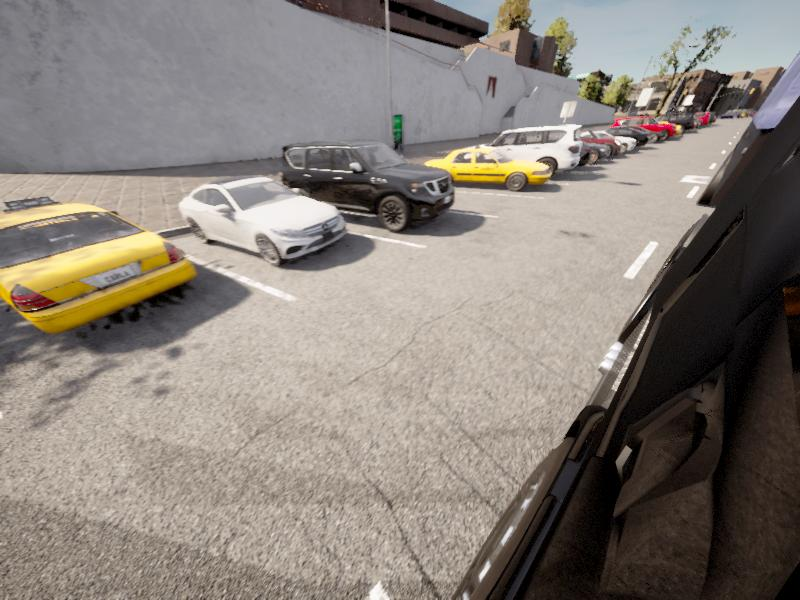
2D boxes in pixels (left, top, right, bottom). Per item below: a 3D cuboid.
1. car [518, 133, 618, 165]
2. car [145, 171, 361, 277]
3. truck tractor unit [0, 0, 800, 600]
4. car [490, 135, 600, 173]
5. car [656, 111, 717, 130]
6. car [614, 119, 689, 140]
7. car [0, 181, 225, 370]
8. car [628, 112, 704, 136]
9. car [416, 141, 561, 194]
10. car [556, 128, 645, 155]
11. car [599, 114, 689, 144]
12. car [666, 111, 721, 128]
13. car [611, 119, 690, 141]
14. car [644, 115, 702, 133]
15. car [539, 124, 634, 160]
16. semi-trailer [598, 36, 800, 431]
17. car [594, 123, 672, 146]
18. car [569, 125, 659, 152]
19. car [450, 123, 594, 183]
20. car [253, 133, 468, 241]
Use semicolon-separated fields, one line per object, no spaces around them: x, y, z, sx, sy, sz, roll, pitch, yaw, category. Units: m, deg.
10.281;-9.493;14.579;4.674;1.452;2.002;17;40;26;car
-3.520;-2.141;5.612;4.674;1.452;2.002;17;40;25;car
2.645;-0.295;0.351;6.516;4.208;3.053;-28;44;-30;truck tractor unit
7.951;-8.270;13.088;4.792;1.488;2.163;17;41;26;car
46.987;-29.534;38.141;5.566;2.045;2.435;17;41;26;car
28.488;-19.516;26.460;5.366;1.575;1.946;16;41;26;car
-5.982;-1.005;4.155;5.366;1.575;1.946;17;41;25;car
33.201;-22.150;29.208;5.566;2.045;2.435;17;41;26;car
3.539;-5.785;10.001;5.366;1.575;1.946;17;40;26;car
14.873;-11.974;17.539;4.674;1.452;2.002;17;41;26;car
24.072;-17.183;23.269;5.566;2.045;2.435;16;41;26;car
53.902;-33.207;42.606;5.566;2.045;2.435;17;41;26;car
26.517;-18.184;24.823;5.366;1.575;1.946;17;41;26;car
37.856;-24.503;32.230;4.553;1.767;2.185;17;41;26;car
12.542;-10.874;15.973;4.553;1.767;2.185;17;41;26;car
8.695;-3.596;4.247;14.254;4.402;2.717;-28;43;-30;semi-trailer
21.790;-15.712;21.954;4.792;1.488;2.163;16;41;26;car
17.173;-13.246;18.987;5.008;1.535;2.097;17;41;26;car
5.641;-7.266;11.436;5.566;2.045;2.435;17;41;26;car
-1.202;-3.583;6.933;5.566;2.045;2.435;17;40;25;car
